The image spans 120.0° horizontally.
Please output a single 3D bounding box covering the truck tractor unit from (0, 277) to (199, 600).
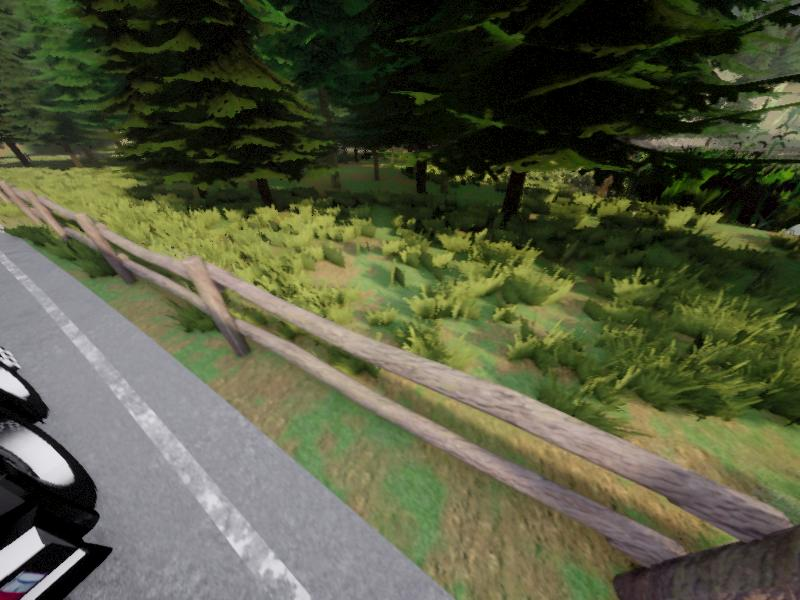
[{"bbox_3d":[-5.131,-0.281,0.744,6.516,4.208,3.053,18,39,23],"label":"truck tractor unit"}]
